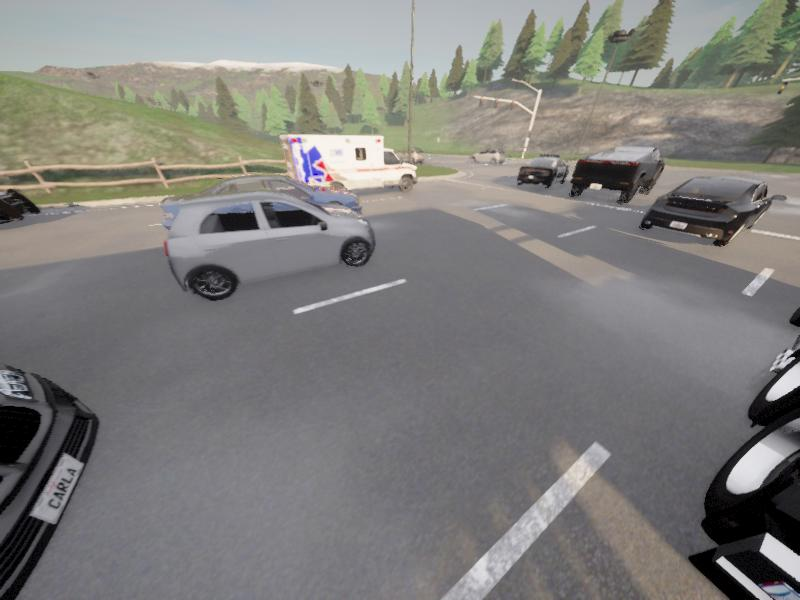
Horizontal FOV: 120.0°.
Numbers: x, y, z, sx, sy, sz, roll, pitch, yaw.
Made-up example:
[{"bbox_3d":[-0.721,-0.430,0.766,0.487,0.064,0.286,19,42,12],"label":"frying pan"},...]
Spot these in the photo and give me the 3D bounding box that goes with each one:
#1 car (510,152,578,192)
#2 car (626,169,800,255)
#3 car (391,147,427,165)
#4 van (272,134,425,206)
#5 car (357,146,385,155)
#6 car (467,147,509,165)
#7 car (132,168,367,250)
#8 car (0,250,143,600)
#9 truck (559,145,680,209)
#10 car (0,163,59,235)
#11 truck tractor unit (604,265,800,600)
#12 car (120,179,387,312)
[{"bbox_3d":[9.085,-8.131,14.411,1.930,1.638,5.238,28,43,33],"label":"car"},{"bbox_3d":[9.427,-2.880,6.974,4.892,1.490,1.837,-19,39,-25],"label":"car"},{"bbox_3d":[0.986,-17.190,27.414,3.988,1.617,1.851,29,44,35],"label":"car"},{"bbox_3d":[-2.160,-6.400,11.106,6.366,2.431,2.351,-18,39,-24],"label":"van"},{"bbox_3d":[-5.360,-27.429,42.379,4.718,1.301,1.895,18,38,24],"label":"car"},{"bbox_3d":[10.337,-17.071,27.343,1.851,1.617,3.988,-27,43,-34],"label":"car"},{"bbox_3d":[-3.982,-3.093,7.226,5.357,1.411,2.033,-18,39,-24],"label":"car"},{"bbox_3d":[-4.313,1.496,0.363,4.611,1.667,2.242,-18,39,-24],"label":"car"},{"bbox_3d":[10.891,-6.294,11.382,6.274,2.098,2.390,-24,42,-31],"label":"truck"},{"bbox_3d":[-13.732,-2.363,5.850,5.238,1.638,1.930,-18,39,-24],"label":"car"},{"bbox_3d":[5.115,-0.290,0.823,6.516,4.208,3.053,-18,38,-25],"label":"truck tractor unit"},{"bbox_3d":[-2.319,-1.387,4.660,3.633,1.501,1.845,-18,39,-24],"label":"car"}]
